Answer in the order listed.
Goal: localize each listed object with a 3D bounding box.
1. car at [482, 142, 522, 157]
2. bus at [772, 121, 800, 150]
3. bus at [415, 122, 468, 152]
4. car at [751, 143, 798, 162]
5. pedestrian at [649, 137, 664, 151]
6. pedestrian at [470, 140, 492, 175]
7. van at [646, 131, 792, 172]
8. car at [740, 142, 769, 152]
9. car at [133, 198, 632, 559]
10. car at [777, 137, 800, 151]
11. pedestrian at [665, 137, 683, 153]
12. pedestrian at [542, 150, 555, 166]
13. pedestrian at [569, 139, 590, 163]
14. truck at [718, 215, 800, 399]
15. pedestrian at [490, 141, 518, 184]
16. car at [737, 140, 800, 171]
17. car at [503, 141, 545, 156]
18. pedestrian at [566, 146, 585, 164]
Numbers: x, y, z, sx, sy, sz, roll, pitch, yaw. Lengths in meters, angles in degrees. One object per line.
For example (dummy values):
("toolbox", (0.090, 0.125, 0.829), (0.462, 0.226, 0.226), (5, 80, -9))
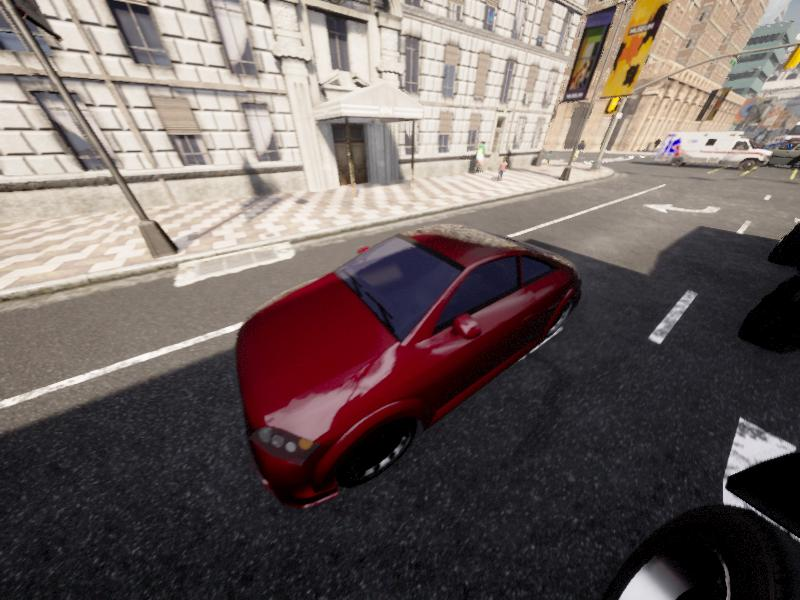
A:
("car", (14.211, -21.170, 32.404), (2.007, 1.525, 4.514), (-22, 41, -27))
("bus", (76.187, -31.170, 43.707), (10.273, 4.253, 3.944), (-22, 40, -27))
("bus", (7.564, -31.622, 44.878), (3.944, 4.253, 10.273), (-21, 40, -27))
("car", (39.439, -15.579, 24.295), (5.008, 1.535, 1.882), (-21, 40, -27))
("pedestrian", (40.636, -24.671, 36.560), (0.751, 1.860, 0.751), (-25, 42, -31))
("pedestrian", (5.242, -9.238, 15.004), (0.751, 1.860, 0.751), (-23, 41, -28))
("van", (25.355, -12.220, 18.882), (2.351, 2.431, 6.366), (-22, 41, -27))
("car", (58.460, -25.291, 38.086), (4.718, 1.301, 1.895), (-22, 41, -27))
("car", (0.347, -0.025, 2.742), (4.181, 1.385, 1.994), (-22, 40, -27))
("car", (66.575, -26.469, 39.202), (3.866, 1.878, 1.905), (-22, 40, -27))
("pedestrian", (38.273, -21.642, 32.294), (0.751, 1.860, 0.751), (-21, 40, -26))
("pedestrian", (12.462, -11.915, 19.393), (0.500, 1.100, 0.500), (-23, 41, -28))
("pedestrian", (16.606, -13.801, 21.371), (0.751, 1.860, 0.751), (-25, 42, -31))
("truck", (7.101, -0.553, 2.806), (6.274, 2.098, 2.390), (-22, 40, -27))
("pedestrian", (5.465, -7.240, 12.176), (0.751, 1.860, 0.751), (21, 40, 27))
("car", (31.518, -11.643, 18.500), (1.932, 1.855, 4.605), (0, 36, -1))
("car", (17.680, -21.892, 33.275), (2.242, 1.667, 4.611), (-22, 40, -27))
("pedestrian", (15.794, -13.067, 20.824), (0.751, 1.300, 0.751), (10, 37, 14))
